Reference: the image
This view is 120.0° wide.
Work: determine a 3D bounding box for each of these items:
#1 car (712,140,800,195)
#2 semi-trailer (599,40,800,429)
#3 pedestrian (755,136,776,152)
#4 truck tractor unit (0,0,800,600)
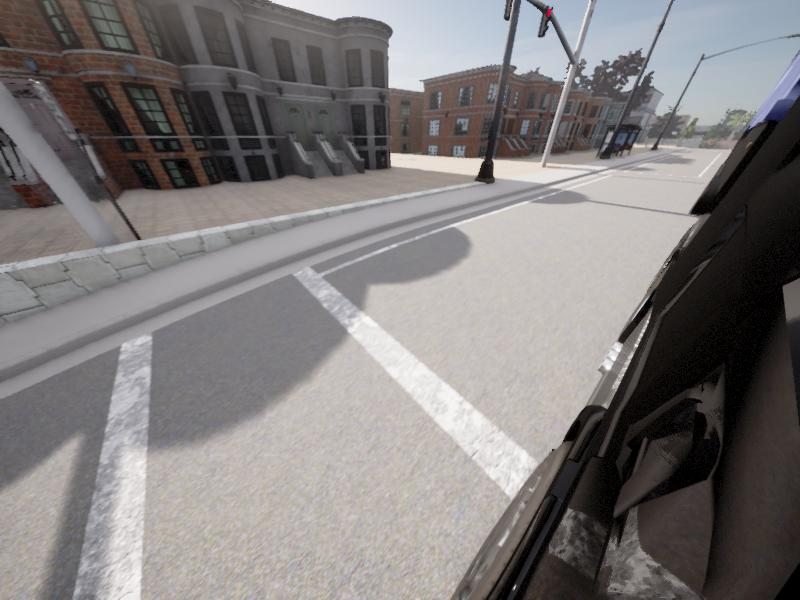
[{"bbox_3d":[16.643,-6.207,10.555,4.553,1.767,2.097,-26,43,-32],"label":"car"},{"bbox_3d":[8.731,-3.430,4.404,14.254,4.402,2.717,-26,43,-31],"label":"semi-trailer"},{"bbox_3d":[50.886,-21.670,32.151,0.751,1.860,0.751,-22,41,-28],"label":"pedestrian"},{"bbox_3d":[2.645,-0.295,0.351,6.516,4.208,3.053,-28,44,-30],"label":"truck tractor unit"}]
